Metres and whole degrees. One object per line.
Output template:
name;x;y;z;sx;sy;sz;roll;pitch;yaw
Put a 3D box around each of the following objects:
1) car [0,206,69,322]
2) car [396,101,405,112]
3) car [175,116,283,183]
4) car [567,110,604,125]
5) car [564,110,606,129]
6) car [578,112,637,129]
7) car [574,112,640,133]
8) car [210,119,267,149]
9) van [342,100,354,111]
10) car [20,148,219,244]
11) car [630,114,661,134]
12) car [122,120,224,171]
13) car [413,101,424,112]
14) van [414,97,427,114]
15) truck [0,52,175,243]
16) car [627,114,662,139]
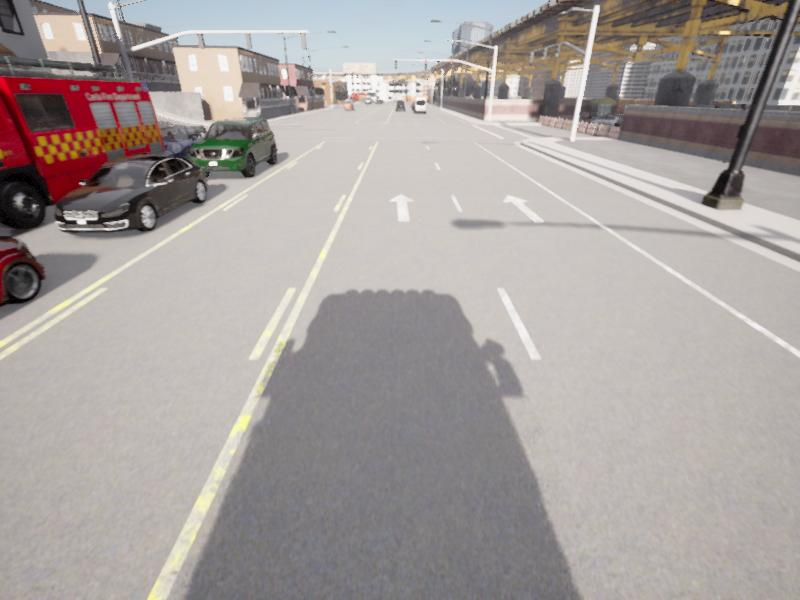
car;-6.975;0.029;5.000;1.994;1.385;4.181;1;27;1
car;0.103;-38.319;79.106;1.905;1.878;3.866;0;27;0
car;-6.978;-6.662;17.272;2.150;2.045;5.566;0;27;0
car;19.523;-19.170;42.017;1.853;1.218;4.536;24;35;38
car;19.487;-19.013;42.055;2.038;1.542;4.974;24;35;38
car;19.524;-17.027;37.848;1.853;1.218;4.536;-18;33;-32
car;19.492;-16.906;37.957;2.038;1.542;4.974;-18;33;-32
car;-10.534;-11.109;26.610;2.033;1.411;5.357;-2;27;-4
van;-10.395;-39.214;80.613;1.775;1.987;4.442;0;27;0
car;-6.987;-3.048;10.847;1.837;1.490;4.892;0;27;0
car;20.301;-14.609;33.154;1.853;1.218;4.536;14;30;25
car;-10.476;-7.423;18.994;2.097;1.767;4.553;0;27;0
car;3.603;-38.414;79.326;1.905;1.878;3.866;0;27;0
van;3.598;-34.965;71.839;1.988;2.561;5.915;0;27;0
truck;-10.485;-4.694;11.466;2.891;3.827;8.468;0;27;0
car;20.276;-14.448;33.185;2.038;1.542;4.974;14;30;25
